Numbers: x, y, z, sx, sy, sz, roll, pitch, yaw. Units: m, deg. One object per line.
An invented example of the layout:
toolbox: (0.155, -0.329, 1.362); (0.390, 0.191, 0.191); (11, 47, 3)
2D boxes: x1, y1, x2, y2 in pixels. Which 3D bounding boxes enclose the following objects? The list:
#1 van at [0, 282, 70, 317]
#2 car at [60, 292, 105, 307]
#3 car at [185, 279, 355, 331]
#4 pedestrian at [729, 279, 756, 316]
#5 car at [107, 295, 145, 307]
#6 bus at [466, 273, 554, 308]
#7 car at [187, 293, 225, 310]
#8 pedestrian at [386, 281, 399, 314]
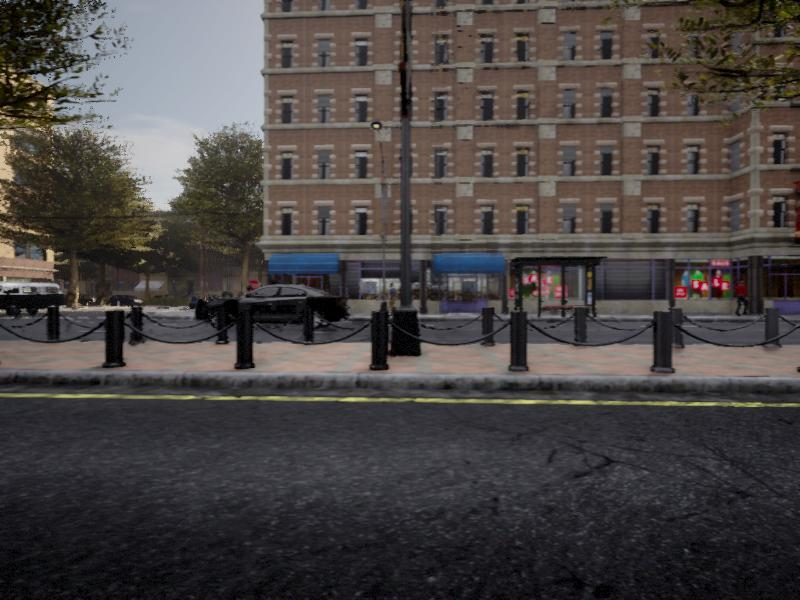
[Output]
van: (-23.836, -0.085, 25.243); (2.069, 2.038, 4.480); (0, 1, 6)
car: (-42.580, -0.043, 53.757); (4.605, 1.855, 1.932); (1, 0, 3)
car: (-4.337, 0.149, 13.891); (5.238, 1.638, 1.930); (0, 0, 3)
pedestrian: (17.541, -0.128, 20.486); (0.751, 1.860, 0.751); (0, 0, -10)
car: (-36.572, 0.100, 53.455); (3.988, 1.617, 1.851); (0, 0, 3)
bus: (13.877, -1.184, 51.228); (10.273, 4.253, 3.944); (0, 0, 3)
car: (-19.638, 0.126, 40.766); (1.851, 1.617, 3.988); (0, 0, 2)
pedestrian: (-0.439, -0.144, 23.343); (0.751, 1.860, 0.751); (0, 0, -3)
